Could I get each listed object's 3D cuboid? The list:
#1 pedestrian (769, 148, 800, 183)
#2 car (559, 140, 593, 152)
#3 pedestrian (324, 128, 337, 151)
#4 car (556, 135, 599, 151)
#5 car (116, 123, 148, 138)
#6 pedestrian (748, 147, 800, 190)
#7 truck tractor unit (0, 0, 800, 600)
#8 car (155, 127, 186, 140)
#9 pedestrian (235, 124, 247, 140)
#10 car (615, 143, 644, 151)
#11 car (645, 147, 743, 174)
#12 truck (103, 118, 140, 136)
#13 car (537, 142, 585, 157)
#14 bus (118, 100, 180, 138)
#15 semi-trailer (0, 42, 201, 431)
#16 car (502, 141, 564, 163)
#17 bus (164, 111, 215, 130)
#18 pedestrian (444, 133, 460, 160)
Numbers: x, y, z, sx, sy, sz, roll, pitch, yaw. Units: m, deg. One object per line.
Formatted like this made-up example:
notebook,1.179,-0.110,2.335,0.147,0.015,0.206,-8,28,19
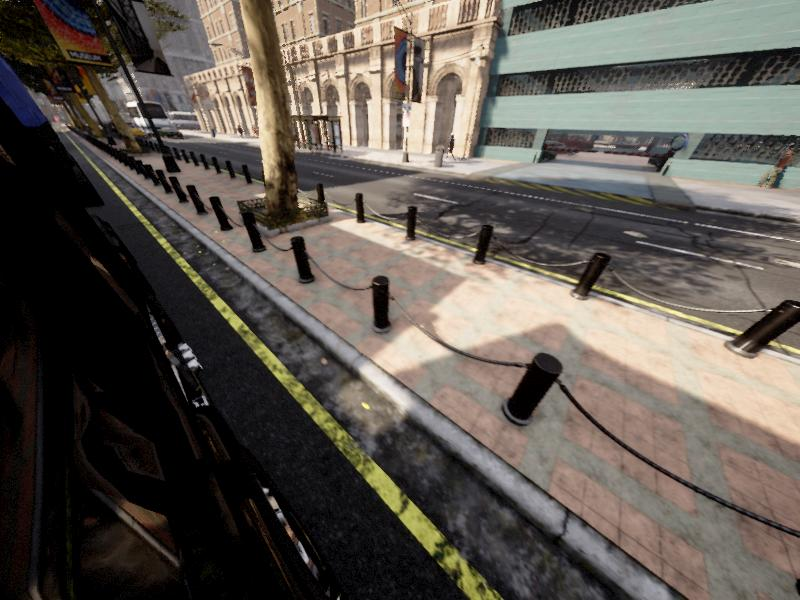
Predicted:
pedestrian,25.206,-8.524,14.682,0.751,1.860,0.751,5,36,3
car,32.148,-28.221,42.236,4.514,1.523,2.007,28,43,30
pedestrian,-7.117,-16.535,23.783,0.751,1.860,0.751,28,43,30
car,32.205,-28.513,41.974,5.566,2.045,2.435,28,43,30
car,-38.235,-24.122,32.907,5.366,1.575,1.801,28,43,30
pedestrian,20.402,-7.093,12.481,0.751,1.860,0.751,20,40,23
truck tractor unit,-2.645,-0.295,0.351,6.516,4.208,3.053,28,44,30
car,-33.093,-24.018,33.286,4.718,1.301,1.895,28,43,30
pedestrian,-23.545,-24.847,34.157,0.751,1.860,0.751,31,45,33
car,53.767,-35.985,54.233,4.718,1.301,1.895,28,43,30
car,24.709,-12.033,19.803,4.902,1.511,2.128,28,43,30
truck,-44.422,-27.583,36.826,6.274,2.098,2.390,28,43,30
car,20.951,-19.724,30.177,4.718,1.301,1.895,28,43,30
bus,-40.167,-28.845,36.954,10.273,4.253,3.944,28,43,30
semi-trailer,-8.704,-3.574,4.262,14.254,4.402,2.717,28,43,30
car,13.185,-14.848,23.059,4.786,1.482,2.161,28,43,30
bus,-64.795,-55.403,71.622,3.944,4.253,10.273,27,43,30
pedestrian,4.373,-13.019,19.641,0.751,1.860,0.751,-30,47,-36
